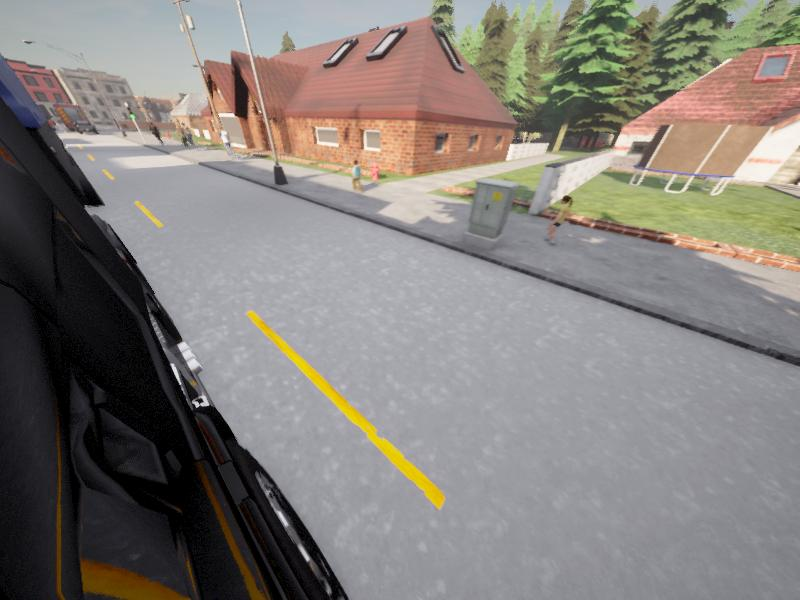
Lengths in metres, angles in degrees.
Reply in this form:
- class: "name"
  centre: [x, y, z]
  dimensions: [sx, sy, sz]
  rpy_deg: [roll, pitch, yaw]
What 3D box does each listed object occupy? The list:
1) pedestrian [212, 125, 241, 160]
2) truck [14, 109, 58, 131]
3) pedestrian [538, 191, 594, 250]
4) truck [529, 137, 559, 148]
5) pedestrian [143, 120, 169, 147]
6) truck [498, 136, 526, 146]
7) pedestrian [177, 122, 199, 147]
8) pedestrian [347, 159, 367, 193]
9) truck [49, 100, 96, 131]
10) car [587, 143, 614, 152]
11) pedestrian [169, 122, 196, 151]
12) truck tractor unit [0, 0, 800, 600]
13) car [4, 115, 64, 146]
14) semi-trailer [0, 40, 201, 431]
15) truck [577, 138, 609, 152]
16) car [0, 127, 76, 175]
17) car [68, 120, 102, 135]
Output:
- class: "pedestrian"
  centre: [-11.313, -10.284, 15.116]
  dimensions: [0.751, 1.860, 0.751]
  rpy_deg: [28, 44, 30]
- class: "truck"
  centre: [-56.427, -27.984, 35.933]
  dimensions: [5.204, 2.467, 2.627]
  rpy_deg: [28, 43, 30]
- class: "pedestrian"
  centre: [3.681, -1.778, 5.186]
  dimensions: [0.500, 1.100, 0.500]
  rpy_deg: [-22, 43, -30]
- class: "truck"
  centre: [39.709, -43.651, 63.914]
  dimensions: [6.274, 2.098, 2.390]
  rpy_deg: [28, 43, 30]
- class: "pedestrian"
  centre: [-21.823, -14.906, 20.710]
  dimensions: [0.751, 1.860, 0.751]
  rpy_deg: [26, 42, 28]
- class: "truck"
  centre: [31.527, -44.875, 65.054]
  dimensions: [6.274, 2.098, 2.390]
  rpy_deg: [28, 43, 30]
- class: "pedestrian"
  centre: [-20.092, -15.688, 21.879]
  dimensions: [0.751, 1.860, 0.751]
  rpy_deg: [28, 43, 30]
- class: "pedestrian"
  centre: [-1.659, -4.806, 8.949]
  dimensions: [0.500, 1.100, 0.500]
  rpy_deg: [-22, 43, -29]
- class: "truck"
  centre: [-55.491, -31.155, 39.147]
  dimensions: [8.468, 3.827, 2.891]
  rpy_deg: [28, 43, 30]
- class: "car"
  centre: [49.870, -38.009, 57.471]
  dimensions: [4.674, 1.442, 1.812]
  rpy_deg: [28, 43, 30]
- class: "pedestrian"
  centre: [-17.496, -13.168, 18.630]
  dimensions: [0.751, 1.860, 0.751]
  rpy_deg: [26, 43, 29]
- class: "truck tractor unit"
  centre: [-2.645, -0.295, 0.351]
  dimensions: [6.516, 4.208, 3.053]
  rpy_deg: [28, 44, 30]
- class: "car"
  centre: [-31.106, -14.477, 19.738]
  dimensions: [4.605, 1.855, 1.932]
  rpy_deg: [28, 43, 30]
- class: "semi-trailer"
  centre: [-8.704, -3.578, 4.255]
  dimensions: [14.254, 4.402, 2.717]
  rpy_deg: [28, 43, 30]
- class: "truck"
  centre: [46.221, -37.260, 55.361]
  dimensions: [5.204, 2.467, 2.627]
  rpy_deg: [28, 43, 30]
- class: "car"
  centre: [-18.265, -7.431, 11.322]
  dimensions: [4.902, 1.511, 2.128]
  rpy_deg: [28, 43, 30]
- class: "car"
  centre: [-44.858, -24.581, 32.865]
  dimensions: [4.902, 1.511, 2.128]
  rpy_deg: [28, 43, 30]
